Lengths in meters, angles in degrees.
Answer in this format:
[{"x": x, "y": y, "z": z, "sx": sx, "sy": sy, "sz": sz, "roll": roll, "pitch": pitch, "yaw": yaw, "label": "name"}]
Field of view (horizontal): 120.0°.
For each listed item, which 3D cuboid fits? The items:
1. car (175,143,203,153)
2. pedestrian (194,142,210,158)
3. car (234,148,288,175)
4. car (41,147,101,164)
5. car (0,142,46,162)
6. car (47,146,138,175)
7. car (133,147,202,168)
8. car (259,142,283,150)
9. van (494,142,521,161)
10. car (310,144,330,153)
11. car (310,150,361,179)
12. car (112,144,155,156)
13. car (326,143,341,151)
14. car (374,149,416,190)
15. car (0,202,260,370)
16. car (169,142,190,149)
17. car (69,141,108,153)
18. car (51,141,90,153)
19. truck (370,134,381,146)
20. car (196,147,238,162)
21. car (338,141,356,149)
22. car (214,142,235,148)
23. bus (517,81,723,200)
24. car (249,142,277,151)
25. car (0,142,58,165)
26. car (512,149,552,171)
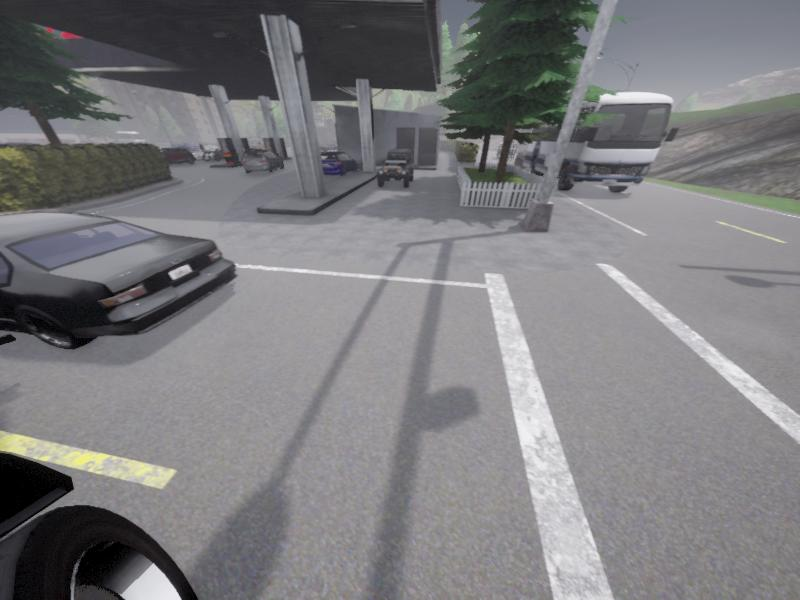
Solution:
[{"x": -41.456, "y": -29.973, "z": 45.458, "sx": 3.633, "sy": 1.501, "sz": 1.845, "roll": 5, "pitch": 35, "yaw": 7, "label": "car"}, {"x": -27.616, "y": -20.961, "z": 32.277, "sx": 0.751, "sy": 1.860, "sz": 0.751, "roll": 5, "pitch": 35, "yaw": 8, "label": "pedestrian"}, {"x": -12.017, "y": -12.332, "z": 20.424, "sx": 2.242, "sy": 1.667, "sz": 4.611, "roll": -3, "pitch": 35, "yaw": -5, "label": "car"}, {"x": -37.408, "y": -16.537, "z": 26.353, "sx": 3.806, "sy": 1.475, "sz": 1.970, "roll": 5, "pitch": 35, "yaw": 7, "label": "car"}, {"x": -45.784, "y": -17.505, "z": 27.281, "sx": 4.605, "sy": 1.855, "sz": 1.932, "roll": 5, "pitch": 35, "yaw": 7, "label": "car"}, {"x": -25.899, "y": -11.963, "z": 19.717, "sx": 1.905, "sy": 1.878, "sz": 3.866, "roll": 5, "pitch": 35, "yaw": 8, "label": "car"}, {"x": -24.831, "y": -15.508, "z": 25.003, "sx": 2.033, "sy": 1.649, "sz": 4.856, "roll": 5, "pitch": 35, "yaw": 8, "label": "car"}, {"x": -31.541, "y": -37.750, "z": 56.584, "sx": 4.514, "sy": 1.523, "sz": 2.007, "roll": 5, "pitch": 35, "yaw": 7, "label": "car"}, {"x": 14.629, "y": -20.458, "z": 31.689, "sx": 2.069, "sy": 2.038, "sz": 4.480, "roll": 6, "pitch": 35, "yaw": 8, "label": "van"}, {"x": -16.570, "y": -31.507, "z": 48.057, "sx": 1.994, "sy": 1.385, "sz": 4.181, "roll": 5, "pitch": 35, "yaw": 8, "label": "car"}, {"x": -5.064, "y": -11.198, "z": 18.919, "sx": 2.242, "sy": 1.667, "sz": 4.611, "roll": 5, "pitch": 35, "yaw": 7, "label": "car"}, {"x": -43.093, "y": -24.333, "z": 37.373, "sx": 4.514, "sy": 1.523, "sz": 2.007, "roll": 5, "pitch": 35, "yaw": 7, "label": "car"}, {"x": -15.390, "y": -35.605, "z": 53.811, "sx": 1.816, "sy": 1.474, "sz": 4.193, "roll": 5, "pitch": 35, "yaw": 8, "label": "car"}, {"x": -0.168, "y": -8.360, "z": 14.575, "sx": 1.905, "sy": 1.878, "sz": 3.866, "roll": 5, "pitch": 35, "yaw": 7, "label": "car"}, {"x": -5.470, "y": -0.515, "z": 3.503, "sx": 5.357, "sy": 1.411, "sz": 2.033, "roll": 4, "pitch": 33, "yaw": 7, "label": "car"}, {"x": -57.243, "y": -40.093, "z": 60.005, "sx": 3.633, "sy": 1.501, "sz": 1.845, "roll": 5, "pitch": 35, "yaw": 7, "label": "car"}, {"x": -60.345, "y": -29.803, "z": 44.841, "sx": 4.605, "sy": 1.855, "sz": 1.932, "roll": 5, "pitch": 35, "yaw": 7, "label": "car"}, {"x": -60.402, "y": -28.136, "z": 42.426, "sx": 3.866, "sy": 1.878, "sz": 1.905, "roll": 5, "pitch": 35, "yaw": 7, "label": "car"}, {"x": -9.146, "y": -61.149, "z": 88.212, "sx": 2.891, "sy": 3.827, "sz": 8.468, "roll": 2, "pitch": 35, "yaw": 2, "label": "truck"}, {"x": -23.785, "y": -19.025, "z": 30.154, "sx": 1.970, "sy": 1.475, "sz": 3.806, "roll": 6, "pitch": 35, "yaw": 8, "label": "car"}, {"x": -15.030, "y": -44.164, "z": 65.748, "sx": 4.553, "sy": 1.767, "sz": 2.097, "roll": -27, "pitch": 43, "yaw": -33, "label": "car"}, {"x": -56.514, "y": -50.052, "z": 74.450, "sx": 4.792, "sy": 1.488, "sz": 2.163, "roll": 5, "pitch": 35, "yaw": 7, "label": "car"}, {"x": 11.266, "y": -9.741, "z": 14.462, "sx": 3.944, "sy": 4.253, "sz": 10.273, "roll": 6, "pitch": 36, "yaw": 8, "label": "bus"}, {"x": -31.990, "y": -35.975, "z": 54.036, "sx": 5.027, "sy": 1.636, "sz": 2.152, "roll": 5, "pitch": 35, "yaw": 7, "label": "car"}, {"x": -38.542, "y": -14.942, "z": 23.582, "sx": 3.866, "sy": 1.878, "sz": 1.905, "roll": 5, "pitch": 35, "yaw": 7, "label": "car"}, {"x": 12.699, "y": -13.795, "z": 22.622, "sx": 2.007, "sy": 1.525, "sz": 4.514, "roll": 6, "pitch": 35, "yaw": 8, "label": "car"}]
